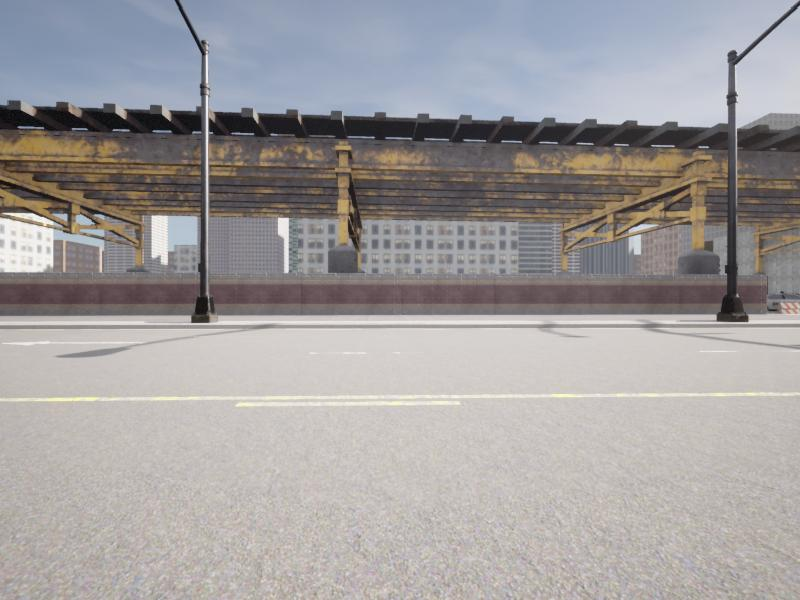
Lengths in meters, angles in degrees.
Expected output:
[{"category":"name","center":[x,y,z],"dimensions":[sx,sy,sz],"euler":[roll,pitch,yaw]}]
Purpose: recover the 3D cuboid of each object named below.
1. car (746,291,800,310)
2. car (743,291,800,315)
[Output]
[{"category":"car","center":[26.964,0.038,27.700],"dimensions":[4.536,1.218,1.853],"euler":[0,0,42]},{"category":"car","center":[27.003,0.196,27.666],"dimensions":[4.974,1.542,2.038],"euler":[0,0,42]}]
